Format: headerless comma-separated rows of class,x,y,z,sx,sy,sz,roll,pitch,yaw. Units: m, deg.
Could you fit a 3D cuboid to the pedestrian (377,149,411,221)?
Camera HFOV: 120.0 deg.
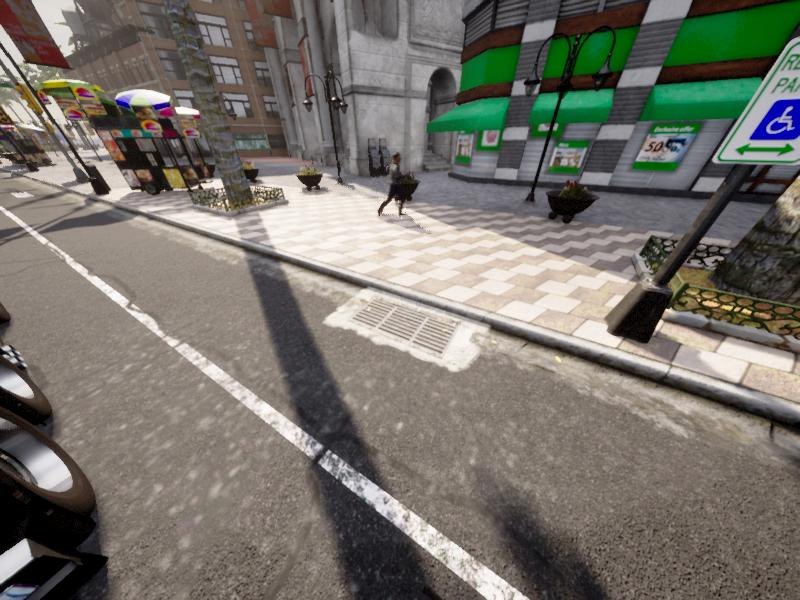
pedestrian,-0.144,-3.478,7.053,0.751,1.860,0.751,10,36,15

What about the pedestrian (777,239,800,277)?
pedestrian,7.837,-1.251,3.791,0.751,1.860,0.751,22,41,29

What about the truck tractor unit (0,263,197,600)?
truck tractor unit,-5.109,-0.303,0.784,6.516,4.208,3.053,18,39,24
